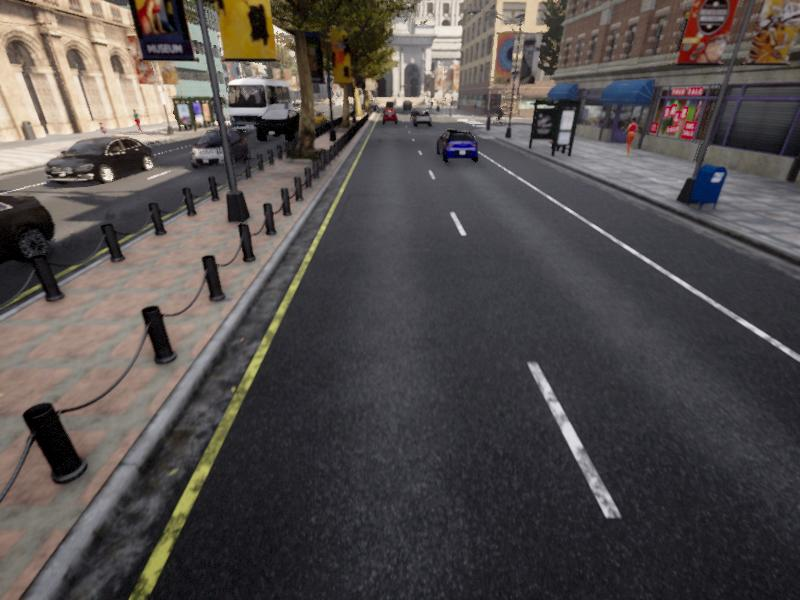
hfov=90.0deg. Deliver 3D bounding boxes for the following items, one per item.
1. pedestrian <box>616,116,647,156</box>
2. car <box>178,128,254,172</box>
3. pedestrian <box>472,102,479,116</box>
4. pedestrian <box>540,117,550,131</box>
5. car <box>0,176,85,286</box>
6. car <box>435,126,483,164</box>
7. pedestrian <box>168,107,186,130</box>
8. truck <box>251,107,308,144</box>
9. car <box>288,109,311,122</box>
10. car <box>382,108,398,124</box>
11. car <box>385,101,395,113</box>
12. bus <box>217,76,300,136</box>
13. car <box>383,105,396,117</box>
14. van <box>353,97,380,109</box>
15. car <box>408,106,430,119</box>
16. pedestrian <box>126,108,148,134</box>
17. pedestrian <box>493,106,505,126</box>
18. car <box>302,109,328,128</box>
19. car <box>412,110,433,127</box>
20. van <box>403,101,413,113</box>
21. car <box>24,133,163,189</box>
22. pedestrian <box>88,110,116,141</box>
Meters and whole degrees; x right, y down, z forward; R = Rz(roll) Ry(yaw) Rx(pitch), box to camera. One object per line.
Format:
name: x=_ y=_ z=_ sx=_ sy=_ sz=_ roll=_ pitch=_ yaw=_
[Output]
pedestrian: x=12.207 y=-8.663 z=21.150 sx=0.751 sy=1.860 sz=0.751 roll=1 pitch=27 yaw=3
car: x=-8.450 y=-7.116 z=18.786 sx=1.845 sy=1.501 sz=3.633 roll=-1 pitch=27 yaw=-1
pedestrian: x=11.653 y=-29.526 z=61.804 sx=0.751 sy=1.860 sz=0.751 roll=-9 pitch=28 yaw=-17
pedestrian: x=12.851 y=-15.585 z=35.474 sx=0.500 sy=1.100 sz=0.500 roll=0 pitch=27 yaw=-1
car: x=-8.123 y=-0.794 z=6.487 sx=2.128 sy=1.511 sz=4.902 roll=-1 pitch=27 yaw=-1
car: x=2.990 y=-8.304 z=21.216 sx=1.816 sy=1.474 sz=4.193 roll=-1 pitch=27 yaw=-1
pedestrian: x=-20.217 y=-16.485 z=36.241 sx=0.751 sy=1.860 sz=0.751 roll=3 pitch=27 yaw=5
truck: x=-8.741 y=-13.032 z=29.688 sx=2.390 sy=2.098 sz=6.274 roll=-1 pitch=27 yaw=-1
car: x=-12.791 y=-23.583 z=51.113 sx=1.895 sy=1.301 sz=4.718 roll=0 pitch=27 yaw=-1
car: x=-1.216 y=-22.034 z=47.867 sx=1.789 sy=1.549 sz=3.705 roll=0 pitch=27 yaw=-1
car: x=-2.010 y=-37.588 z=77.811 sx=1.905 sy=1.878 sz=3.866 roll=-1 pitch=27 yaw=-1
bus: x=-12.290 y=-17.722 z=36.456 sx=3.944 sy=4.253 sz=10.273 roll=-1 pitch=27 yaw=-2
car: x=-1.620 y=-29.805 z=63.116 sx=2.007 sy=1.525 sz=4.514 roll=-1 pitch=27 yaw=-1
van: x=-8.222 y=-48.671 z=98.773 sx=6.366 sy=2.431 sz=2.351 roll=0 pitch=27 yaw=-1
car: x=2.670 y=-26.803 z=57.202 sx=1.845 sy=1.501 sz=3.633 roll=-10 pitch=29 yaw=-18
pedestrian: x=-21.319 y=-14.563 z=32.491 sx=0.751 sy=1.860 sz=0.751 roll=2 pitch=27 yaw=4
pedestrian: x=10.143 y=-18.836 z=40.964 sx=0.751 sy=1.860 sz=0.751 roll=13 pitch=30 yaw=23
car: x=-9.094 y=-19.651 z=43.156 sx=1.801 sy=1.575 sz=5.366 roll=-1 pitch=27 yaw=-1
car: x=2.391 y=-19.944 z=43.839 sx=2.007 sy=1.525 sz=4.514 roll=-1 pitch=27 yaw=-1
van: x=1.444 y=-37.611 z=77.760 sx=1.775 sy=1.987 sz=4.442 roll=0 pitch=27 yaw=-1
car: x=-11.878 y=-5.710 z=16.073 sx=1.837 sy=1.490 sz=4.892 roll=-1 pitch=27 yaw=-1
pedestrian: x=-20.458 y=-11.992 z=27.485 sx=0.751 sy=1.860 sz=0.751 roll=5 pitch=28 yaw=9
